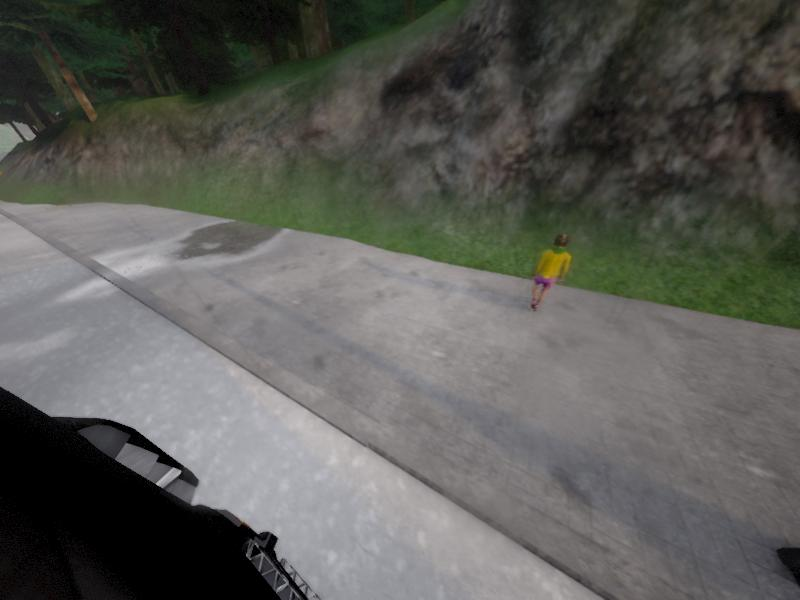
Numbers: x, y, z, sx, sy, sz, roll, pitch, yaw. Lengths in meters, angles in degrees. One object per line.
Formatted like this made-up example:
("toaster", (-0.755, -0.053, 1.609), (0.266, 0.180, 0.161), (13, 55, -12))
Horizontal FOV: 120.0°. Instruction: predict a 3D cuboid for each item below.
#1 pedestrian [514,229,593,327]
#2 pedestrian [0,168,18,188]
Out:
("pedestrian", (1.887, -0.277, 2.979), (0.500, 1.100, 0.500), (9, 36, 18))
("pedestrian", (-44.603, -13.760, 26.015), (0.751, 1.860, 0.751), (21, 40, 31))
